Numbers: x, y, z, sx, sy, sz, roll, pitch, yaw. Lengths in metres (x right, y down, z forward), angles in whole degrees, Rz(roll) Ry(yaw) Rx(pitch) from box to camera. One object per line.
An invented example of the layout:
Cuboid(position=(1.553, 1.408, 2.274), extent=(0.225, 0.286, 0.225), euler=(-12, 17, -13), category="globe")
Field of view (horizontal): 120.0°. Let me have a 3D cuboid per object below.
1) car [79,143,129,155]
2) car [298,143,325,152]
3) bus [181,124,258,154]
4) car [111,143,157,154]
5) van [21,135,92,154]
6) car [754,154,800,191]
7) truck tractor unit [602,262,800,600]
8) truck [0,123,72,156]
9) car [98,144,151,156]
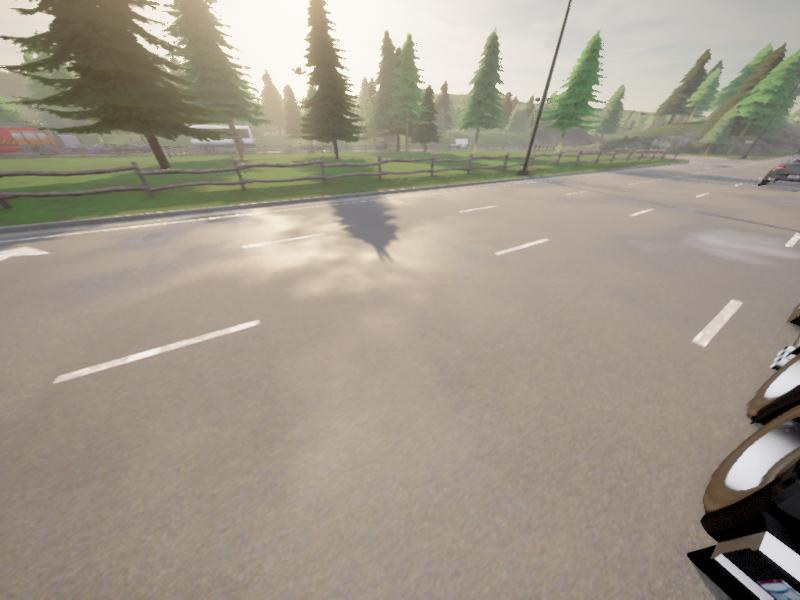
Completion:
Cuboid(position=(-48.935, -25.136, 38.341), extent=(2.007, 1.525, 4.514), euler=(13, 37, 18), category="car")
Cuboid(position=(-19.329, -33.317, 50.358), extent=(5.027, 1.651, 2.152), euler=(-13, 37, -18), category="car")
Cuboid(position=(-33.358, -30.293, 43.540), extent=(10.273, 4.253, 3.944), euler=(-18, 39, -24), category="bus")
Cuboid(position=(-47.236, -27.100, 41.175), extent=(5.008, 1.535, 1.882), euler=(-18, 39, -24), category="car")
Cuboid(position=(-57.799, -26.428, 39.176), extent=(5.915, 2.561, 1.988), euler=(-18, 39, -24), category="van")
Cuboid(position=(25.216, -8.048, 14.465), extent=(5.027, 1.651, 2.152), euler=(-18, 39, -24), category="car")
Cuboid(position=(5.110, -0.298, 0.798), extent=(6.516, 4.208, 3.053), euler=(-18, 39, -24), category="truck tractor unit")
Cuboid(position=(-55.601, -23.044, 33.235), extent=(8.468, 3.827, 2.891), euler=(-18, 39, -24), category="truck")
Cuboid(position=(-43.232, -23.762, 36.454), extent=(4.892, 1.490, 1.837), euler=(-18, 39, -25), category="car")
